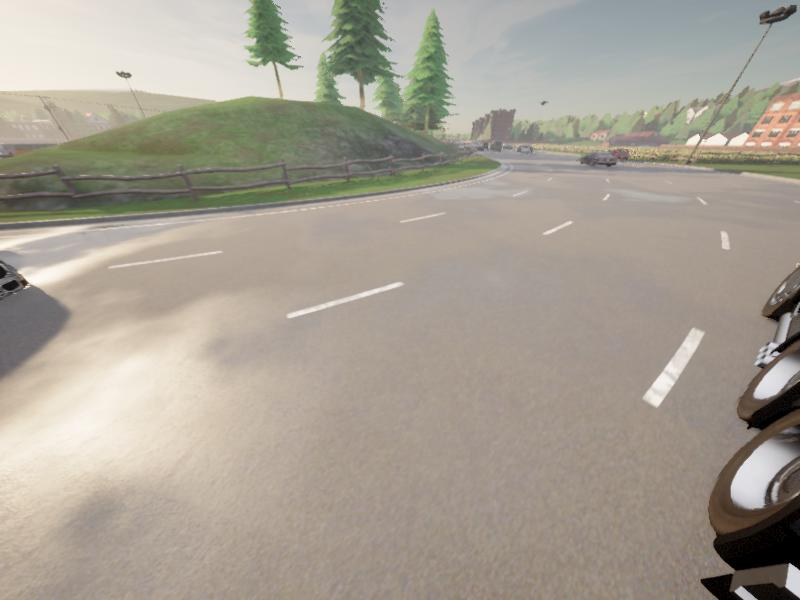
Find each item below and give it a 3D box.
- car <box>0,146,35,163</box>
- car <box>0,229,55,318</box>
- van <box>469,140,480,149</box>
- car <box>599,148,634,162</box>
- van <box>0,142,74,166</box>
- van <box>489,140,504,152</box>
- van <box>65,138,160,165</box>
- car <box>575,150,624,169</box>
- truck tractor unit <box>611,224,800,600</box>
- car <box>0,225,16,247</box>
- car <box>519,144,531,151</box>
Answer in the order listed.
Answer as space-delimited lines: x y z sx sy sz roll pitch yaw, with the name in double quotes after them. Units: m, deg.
-47.450 -16.834 26.785 2.038 1.542 4.974 5 35 7 "car"
-8.051 -0.004 2.704 3.806 1.475 1.970 -11 36 -16 "car"
24.898 -52.048 77.445 2.351 2.431 6.366 5 35 7 "van"
30.487 -20.585 32.704 1.845 1.501 3.633 6 35 7 "car"
-40.568 -16.252 25.590 1.775 1.987 4.442 5 35 7 "van"
25.287 -40.645 60.803 1.988 2.561 5.915 5 35 7 "van"
-33.190 -17.579 27.170 2.351 2.431 6.366 5 35 7 "van"
21.861 -15.659 25.636 2.033 1.411 5.357 8 35 10 "car"
5.039 -0.364 0.887 6.516 4.208 3.053 -21 40 -27 "truck tractor unit"
-12.805 -1.412 4.212 5.566 2.045 2.150 -9 36 -13 "car"
37.485 -45.891 69.425 1.837 1.490 4.892 5 35 7 "car"
